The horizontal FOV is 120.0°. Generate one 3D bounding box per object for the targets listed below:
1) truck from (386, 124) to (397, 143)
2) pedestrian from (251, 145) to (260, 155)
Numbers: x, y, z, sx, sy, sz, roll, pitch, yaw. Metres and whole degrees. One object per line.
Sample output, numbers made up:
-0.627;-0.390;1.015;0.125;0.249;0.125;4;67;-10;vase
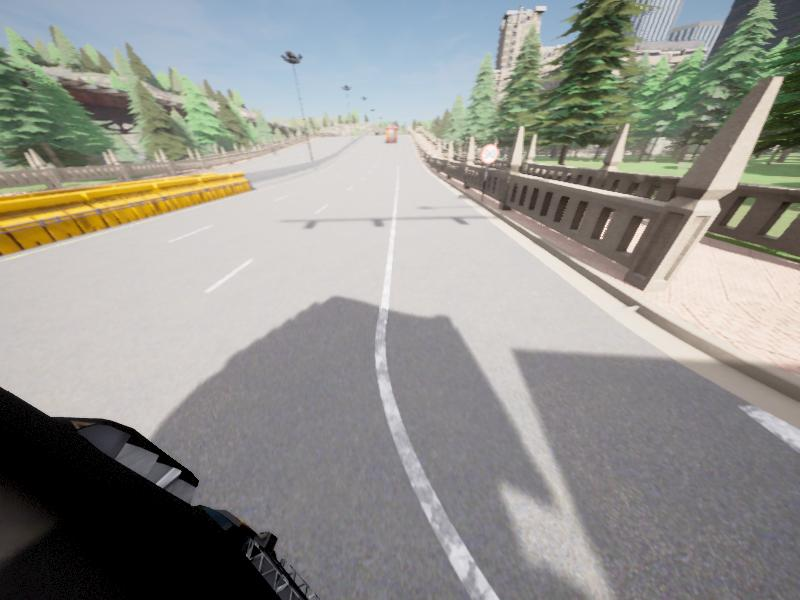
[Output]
-2.315;-47.231;65.492;2.891;3.827;8.468;-1;39;1;truck
-30.664;-31.840;49.093;0.751;1.860;0.751;-1;33;1;pedestrian
